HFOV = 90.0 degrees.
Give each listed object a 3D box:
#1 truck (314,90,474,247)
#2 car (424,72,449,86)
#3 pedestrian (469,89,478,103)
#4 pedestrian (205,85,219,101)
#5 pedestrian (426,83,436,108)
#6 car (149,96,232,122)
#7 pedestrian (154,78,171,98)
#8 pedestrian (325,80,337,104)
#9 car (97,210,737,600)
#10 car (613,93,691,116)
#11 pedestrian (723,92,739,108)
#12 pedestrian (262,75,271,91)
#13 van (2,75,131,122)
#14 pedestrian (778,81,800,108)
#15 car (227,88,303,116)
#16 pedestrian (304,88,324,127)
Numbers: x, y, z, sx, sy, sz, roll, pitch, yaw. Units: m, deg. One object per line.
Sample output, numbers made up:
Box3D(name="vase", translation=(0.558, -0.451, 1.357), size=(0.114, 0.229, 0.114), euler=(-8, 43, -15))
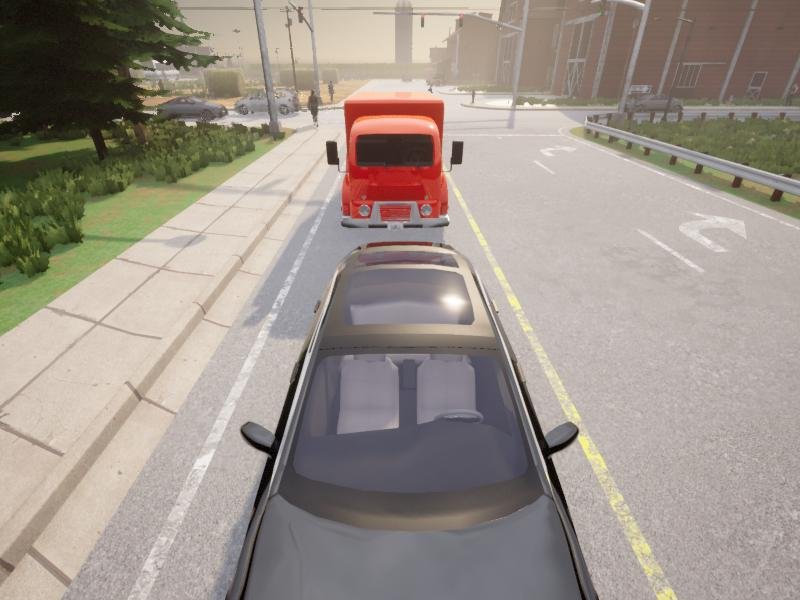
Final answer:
Box3D(name="truck", translation=(-0.135, -3.420, 9.425), size=(2.627, 2.467, 5.204), euler=(-1, 30, -1))
Box3D(name="car", translation=(6.305, -37.971, 68.883), size=(1.905, 1.878, 3.866), euler=(-31, 40, -33))
Box3D(name="pedestrian", translation=(6.631, -18.382, 36.074), size=(0.500, 1.100, 0.500), euler=(-19, 35, -29))
Box3D(name="pedestrian", translation=(-18.281, -20.185, 38.951), size=(0.751, 1.300, 0.751), euler=(25, 39, 36))
Box3D(name="pedestrian", translation=(2.590, -16.946, 33.162), size=(0.751, 1.860, 0.751), euler=(3, 30, 5))
Box3D(name="car", translation=(-13.619, -12.597, 26.289), size=(4.181, 1.385, 1.994), euler=(0, 30, 0))
Box3D(name="pedestrian", translation=(-24.649, -22.028, 41.545), size=(0.751, 1.860, 0.751), euler=(16, 34, 26))
Box3D(name="pedestrian", translation=(-6.056, -18.403, 35.356), size=(0.751, 1.860, 0.751), euler=(-10, 32, -17))
Box3D(name="car", translation=(0.060, 0.761, 3.240), size=(2.128, 1.511, 4.902), euler=(0, 30, 0))
Box3D(name="car", translation=(18.379, -14.348, 29.307), size=(4.181, 1.385, 1.994), euler=(0, 30, 0))
Box3D(name="pedestrian", translation=(26.664, -16.111, 32.247), size=(0.500, 1.100, 0.500), euler=(4, 30, 6))
Box3D(name="pedestrian", translation=(-18.229, -29.710, 54.706), size=(0.751, 1.860, 0.751), euler=(-3, 30, -6))
Box3D(name="van", translation=(-21.434, -13.103, 25.991), size=(5.915, 2.561, 1.988), euler=(0, 30, 0))
Box3D(name="pedestrian", translation=(31.761, -16.652, 32.423), size=(0.751, 1.860, 0.751), euler=(0, 30, 0))
Box3D(name="car", translation=(-9.716, -14.501, 29.252), size=(4.611, 1.667, 2.242), euler=(0, 30, 0))
Box3D(name="pedestrian", translation=(-4.712, -10.560, 21.946), size=(0.751, 1.860, 0.751), euler=(-10, 32, -16))
